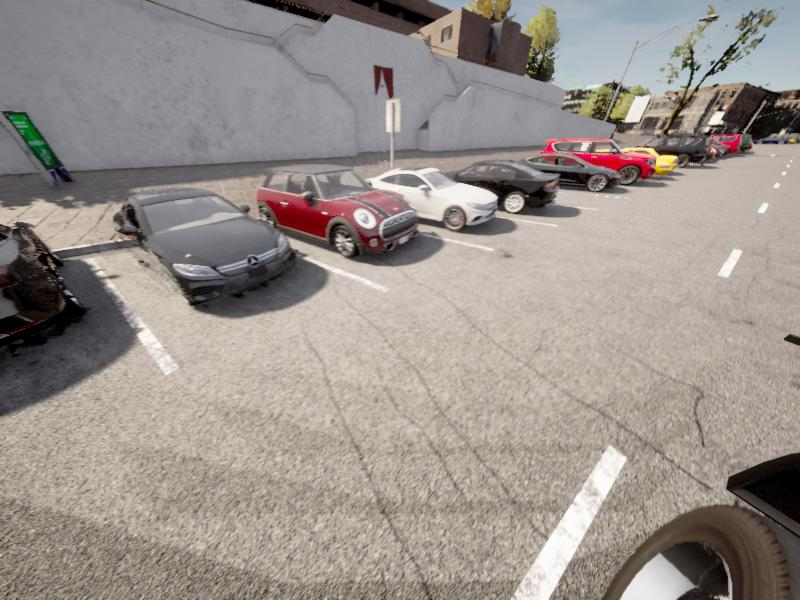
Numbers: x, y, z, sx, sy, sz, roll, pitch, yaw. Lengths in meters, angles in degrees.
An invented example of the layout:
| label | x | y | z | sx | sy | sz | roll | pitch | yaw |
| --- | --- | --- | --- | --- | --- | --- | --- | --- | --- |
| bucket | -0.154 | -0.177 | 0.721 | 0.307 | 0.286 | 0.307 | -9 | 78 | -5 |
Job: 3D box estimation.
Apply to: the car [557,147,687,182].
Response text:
| label | x | y | z | sx | sy | sz | roll | pitch | yaw |
| --- | --- | --- | --- | --- | --- | --- | --- | --- | --- |
| car | 13.168 | -8.506 | 14.276 | 5.366 | 1.575 | 1.946 | 21 | 40 | 29 |

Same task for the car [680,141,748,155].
| label | x | y | z | sx | sy | sz | roll | pitch | yaw |
| --- | --- | --- | --- | --- | --- | --- | --- | --- | --- |
| car | 40.081 | -19.582 | 29.716 | 4.674 | 1.452 | 2.002 | 21 | 41 | 29 |

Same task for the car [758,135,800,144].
| label | x | y | z | sx | sy | sz | roll | pitch | yaw |
| --- | --- | --- | --- | --- | --- | --- | --- | --- | --- |
| car | 87.544 | -37.116 | 53.438 | 4.553 | 1.767 | 2.185 | 25 | 42 | 33 |

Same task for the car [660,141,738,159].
| label | x | y | z | sx | sy | sz | roll | pitch | yaw |
| --- | --- | --- | --- | --- | --- | --- | --- | --- | --- |
| car | 32.663 | -16.604 | 25.535 | 4.792 | 1.488 | 2.163 | 21 | 41 | 29 |

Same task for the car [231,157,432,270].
| label | x | y | z | sx | sy | sz | roll | pitch | yaw |
| --- | --- | --- | --- | --- | --- | --- | --- | --- | --- |
| car | -1.772 | -2.568 | 5.995 | 4.553 | 1.767 | 2.185 | 21 | 40 | 29 |

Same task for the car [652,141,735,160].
| label | x | y | z | sx | sy | sz | roll | pitch | yaw |
| --- | --- | --- | --- | --- | --- | --- | --- | --- | --- |
| car | 30.227 | -15.623 | 24.118 | 4.892 | 1.521 | 2.231 | 21 | 40 | 29 |

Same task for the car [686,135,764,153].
| label | x | y | z | sx | sy | sz | roll | pitch | yaw |
| --- | --- | --- | --- | --- | --- | --- | --- | --- | --- |
| car | 45.052 | -21.807 | 32.328 | 5.566 | 2.045 | 2.435 | 21 | 40 | 29 |

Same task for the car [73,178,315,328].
| label | x | y | z | sx | sy | sz | roll | pitch | yaw |
| --- | --- | --- | --- | --- | --- | --- | --- | --- | --- |
| car | -4.203 | -1.409 | 4.688 | 4.674 | 1.452 | 2.002 | 21 | 40 | 29 |

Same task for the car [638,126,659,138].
| label | x | y | z | sx | sy | sz | roll | pitch | yaw |
| --- | --- | --- | --- | --- | --- | --- | --- | --- | --- |
| car | 63.503 | -43.023 | 59.234 | 2.435 | 2.045 | 5.566 | 27 | 42 | 25 |

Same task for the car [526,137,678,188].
| label | x | y | z | sx | sy | sz | roll | pitch | yaw |
| --- | --- | --- | --- | --- | --- | --- | --- | --- | --- |
| car | 10.577 | -7.744 | 12.827 | 5.566 | 2.045 | 2.435 | 21 | 40 | 29 |

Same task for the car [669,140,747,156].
| label | x | y | z | sx | sy | sz | roll | pitch | yaw |
| --- | --- | --- | --- | --- | --- | --- | --- | --- | --- |
| car | 37.460 | -18.681 | 28.389 | 5.366 | 1.575 | 1.946 | 21 | 41 | 29 |

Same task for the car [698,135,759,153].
| label | x | y | z | sx | sy | sz | roll | pitch | yaw |
| --- | --- | --- | --- | --- | --- | --- | --- | --- | --- |
| car | 47.606 | -22.745 | 33.681 | 4.442 | 1.987 | 1.878 | 22 | 40 | 29 |

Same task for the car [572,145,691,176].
| label | x | y | z | sx | sy | sz | roll | pitch | yaw |
| --- | --- | --- | --- | --- | --- | --- | --- | --- | --- |
| car | 15.319 | -9.634 | 15.839 | 5.366 | 1.575 | 1.946 | 21 | 41 | 29 |

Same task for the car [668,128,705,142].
| label | x | y | z | sx | sy | sz | roll | pitch | yaw |
| --- | --- | --- | --- | --- | --- | --- | --- | --- | --- |
| car | 61.386 | -35.438 | 49.582 | 1.932 | 1.855 | 4.605 | -21 | 45 | -29 |

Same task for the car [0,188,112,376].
| label | x | y | z | sx | sy | sz | roll | pitch | yaw |
| --- | --- | --- | --- | --- | --- | --- | --- | --- | --- |
| car | -6.696 | -0.415 | 3.292 | 4.792 | 1.488 | 2.163 | 21 | 41 | 29 |

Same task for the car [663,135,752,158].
| label | x | y | z | sx | sy | sz | roll | pitch | yaw |
| --- | --- | --- | --- | --- | --- | --- | --- | --- | --- |
| car | 35.122 | -17.836 | 26.775 | 5.566 | 2.045 | 2.435 | 21 | 41 | 29 |

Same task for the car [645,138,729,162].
| label | x | y | z | sx | sy | sz | roll | pitch | yaw |
| --- | --- | --- | --- | --- | --- | --- | --- | --- | --- |
| car | 27.744 | -14.733 | 22.661 | 4.553 | 1.767 | 2.185 | 21 | 40 | 29 |

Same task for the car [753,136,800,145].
| label | x | y | z | sx | sy | sz | roll | pitch | yaw |
| --- | --- | --- | --- | --- | --- | --- | --- | --- | --- |
| car | 85.073 | -36.074 | 52.195 | 5.366 | 1.575 | 1.946 | 25 | 42 | 33 |

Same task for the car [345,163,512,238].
| label | x | y | z | sx | sy | sz | roll | pitch | yaw |
| --- | --- | --- | --- | --- | --- | --- | --- | --- | --- |
| car | 0.714 | -3.438 | 7.463 | 4.674 | 1.452 | 2.002 | 21 | 40 | 29 |

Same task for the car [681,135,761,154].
| label | x | y | z | sx | sy | sz | roll | pitch | yaw |
| --- | --- | --- | --- | --- | --- | --- | --- | --- | --- |
| car | 42.523 | -20.828 | 30.960 | 5.566 | 2.045 | 2.435 | 21 | 41 | 29 |

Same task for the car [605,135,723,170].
| label | x | y | z | sx | sy | sz | roll | pitch | yaw |
| --- | --- | --- | --- | --- | --- | --- | --- | --- | --- |
| car | 20.360 | -11.810 | 18.399 | 5.566 | 2.045 | 2.435 | 21 | 41 | 29 |

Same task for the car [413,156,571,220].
| label | x | y | z | sx | sy | sz | roll | pitch | yaw |
| --- | --- | --- | --- | --- | --- | --- | --- | --- | --- |
| car | 3.178 | -4.483 | 8.819 | 5.008 | 1.535 | 2.097 | 21 | 41 | 29 |

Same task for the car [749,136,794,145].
| label | x | y | z | sx | sy | sz | roll | pitch | yaw |
| --- | --- | --- | --- | --- | --- | --- | --- | --- | --- |
| car | 82.252 | -35.339 | 51.259 | 4.792 | 1.488 | 2.163 | 25 | 42 | 32 |

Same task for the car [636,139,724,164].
| label | x | y | z | sx | sy | sz | roll | pitch | yaw |
| --- | --- | --- | --- | --- | --- | --- | --- | --- | --- |
| car | 25.333 | -13.705 | 21.230 | 4.553 | 1.767 | 2.185 | 21 | 41 | 29 |

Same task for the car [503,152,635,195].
| label | x | y | z | sx | sy | sz | roll | pitch | yaw |
| --- | --- | --- | --- | --- | --- | --- | --- | --- | --- |
| car | 8.121 | -6.495 | 11.599 | 4.792 | 1.488 | 2.163 | 21 | 40 | 29 |

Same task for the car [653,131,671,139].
| label | x | y | z | sx | sy | sz | roll | pitch | yaw |
| --- | --- | --- | --- | --- | --- | --- | --- | --- | --- |
| car | 65.175 | -41.137 | 57.521 | 2.002 | 1.452 | 4.674 | 27 | 42 | 25 |
